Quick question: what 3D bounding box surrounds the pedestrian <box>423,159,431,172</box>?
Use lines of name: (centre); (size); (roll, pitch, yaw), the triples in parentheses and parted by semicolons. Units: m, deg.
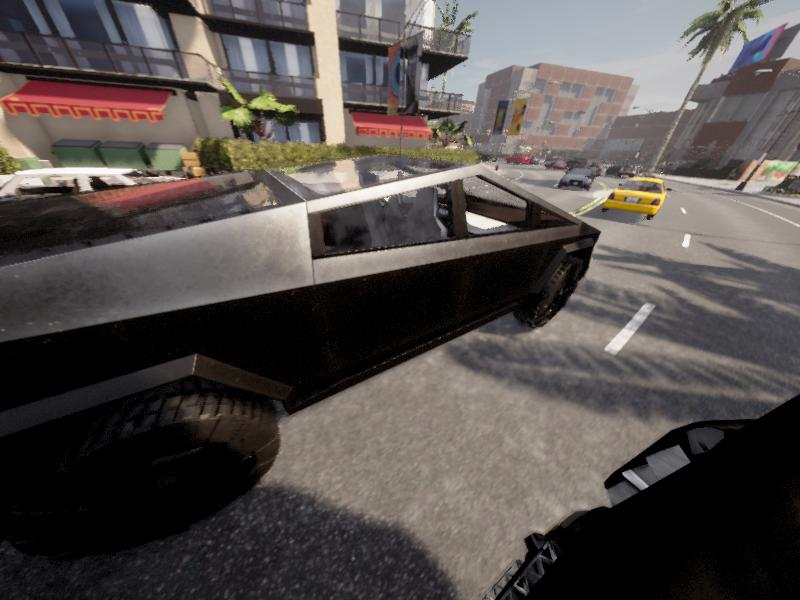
pedestrian: (2.683, -13.441, 23.119); (0.500, 1.100, 0.500); (26, 40, 31)

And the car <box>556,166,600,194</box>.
car: (13.465, -9.126, 17.391); (1.994, 1.385, 4.181); (24, 39, 29)

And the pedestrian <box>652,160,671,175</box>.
pedestrian: (37.752, -19.126, 33.345); (0.751, 1.860, 0.751); (2, 34, 0)

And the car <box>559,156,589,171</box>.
car: (29.270, -23.060, 38.995); (1.905, 1.878, 3.866); (2, 34, -1)

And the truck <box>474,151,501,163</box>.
truck: (19.535, -32.372, 52.187); (2.390, 2.098, 6.274); (-7, 35, -14)

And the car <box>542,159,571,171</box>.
car: (25.798, -22.487, 38.371); (1.994, 1.385, 4.181); (2, 34, 0)

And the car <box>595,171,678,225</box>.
car: (11.111, -4.939, 10.726); (5.366, 1.575, 1.801); (-27, 43, -36)

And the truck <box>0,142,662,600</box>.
truck: (-0.234, -0.432, 2.693); (6.274, 2.098, 2.390); (-17, 39, -27)

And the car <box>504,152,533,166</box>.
car: (24.412, -29.305, 47.944); (2.150, 2.045, 5.566); (-6, 34, -12)

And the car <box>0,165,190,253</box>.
car: (-8.026, -2.364, 5.643); (3.806, 1.475, 1.970); (-16, 38, -25)

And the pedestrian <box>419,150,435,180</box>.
pedestrian: (2.000, -10.094, 17.310); (0.751, 1.860, 0.751); (-27, 44, -37)

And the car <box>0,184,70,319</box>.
car: (-7.538, -0.453, 2.421); (3.866, 1.878, 1.905); (-15, 37, -25)

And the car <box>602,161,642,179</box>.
car: (27.941, -16.480, 29.242); (1.851, 1.617, 3.988); (10, 34, 12)

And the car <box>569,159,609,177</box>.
car: (24.721, -17.504, 30.508); (2.242, 1.667, 4.611); (10, 34, 11)

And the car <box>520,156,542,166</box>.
car: (27.698, -29.563, 48.998); (1.789, 1.549, 3.705); (-5, 34, -12)
